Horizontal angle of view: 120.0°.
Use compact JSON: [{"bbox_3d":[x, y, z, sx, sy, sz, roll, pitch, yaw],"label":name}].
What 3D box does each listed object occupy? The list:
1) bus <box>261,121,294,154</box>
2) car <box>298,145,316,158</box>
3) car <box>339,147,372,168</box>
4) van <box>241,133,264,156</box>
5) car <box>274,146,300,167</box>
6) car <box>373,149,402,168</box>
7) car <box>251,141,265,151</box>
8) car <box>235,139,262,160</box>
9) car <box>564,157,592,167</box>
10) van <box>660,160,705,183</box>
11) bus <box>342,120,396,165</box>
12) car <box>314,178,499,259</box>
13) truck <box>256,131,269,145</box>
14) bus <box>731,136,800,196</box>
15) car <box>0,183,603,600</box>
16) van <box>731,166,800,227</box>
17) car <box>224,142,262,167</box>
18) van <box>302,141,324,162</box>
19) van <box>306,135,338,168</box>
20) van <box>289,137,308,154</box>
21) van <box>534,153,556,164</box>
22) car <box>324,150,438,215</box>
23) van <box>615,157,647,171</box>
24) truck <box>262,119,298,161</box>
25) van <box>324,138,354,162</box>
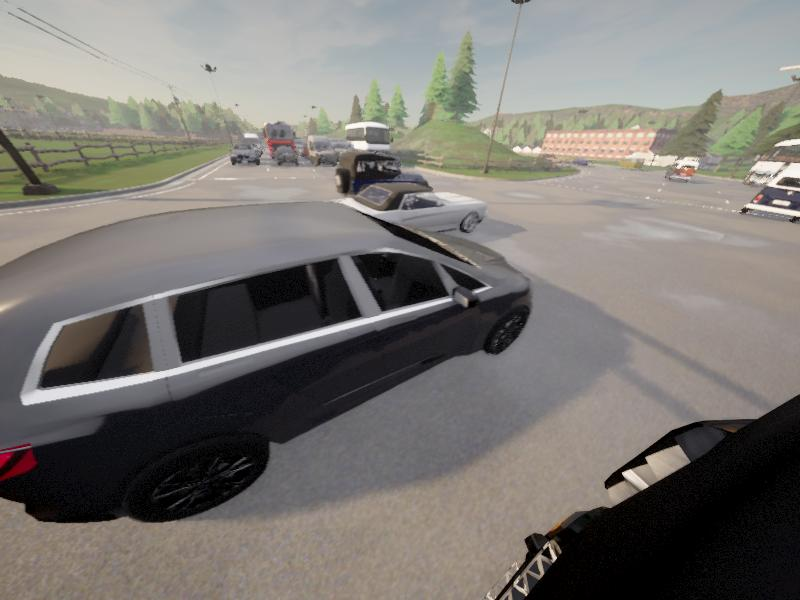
[{"bbox_3d":[-21.864,-28.866,41.266,3.944,4.253,10.273,-13,37,-22],"label":"bus"},{"bbox_3d":[-13.926,-22.240,34.554,1.812,1.442,4.674,-13,37,-22],"label":"car"},{"bbox_3d":[-4.964,-15.804,25.532,2.152,1.651,5.027,-13,37,-22],"label":"car"},{"bbox_3d":[-21.796,-23.199,34.381,1.988,2.561,5.915,-13,37,-22],"label":"van"},{"bbox_3d":[-11.471,-14.533,23.252,1.837,1.490,4.892,-13,37,-22],"label":"car"},{"bbox_3d":[-1.452,-16.076,26.222,1.851,1.617,3.988,-12,37,-22],"label":"car"},{"bbox_3d":[-28.616,-31.190,46.771,1.994,1.385,4.181,-13,37,-22],"label":"car"},{"bbox_3d":[-17.511,-17.569,26.947,1.932,1.855,4.605,-12,37,-22],"label":"car"},{"bbox_3d":[38.444,-30.008,50.133,2.163,1.488,4.792,0,34,-4],"label":"car"},{"bbox_3d":[33.505,-15.432,27.598,2.069,2.038,4.480,25,40,27],"label":"van"},{"bbox_3d":[-4.444,-21.138,31.138,3.944,4.253,10.273,-13,37,-22],"label":"bus"},{"bbox_3d":[0.320,-2.566,6.572,4.718,1.301,1.895,-18,39,-28],"label":"car"},{"bbox_3d":[-48.559,-57.138,81.551,2.891,3.827,8.468,-13,37,-22],"label":"truck"},{"bbox_3d":[37.275,-12.504,21.555,3.944,4.253,10.273,27,41,29],"label":"bus"},{"bbox_3d":[-0.513,-0.148,2.580,4.611,1.667,2.242,-17,39,-27],"label":"car"},{"bbox_3d":[18.868,-5.135,11.167,4.480,2.038,2.069,-18,42,-28],"label":"van"},{"bbox_3d":[-14.406,-13.609,21.493,2.242,1.667,4.611,-13,37,-22],"label":"car"},{"bbox_3d":[-11.203,-19.080,29.584,1.775,1.987,4.442,-13,37,-22],"label":"van"},{"bbox_3d":[-8.288,-15.686,24.276,1.988,2.561,5.915,-12,37,-22],"label":"van"},{"bbox_3d":[-19.269,-29.328,43.783,2.351,2.431,6.366,-13,37,-22],"label":"van"},{"bbox_3d":[34.414,-33.759,54.933,1.775,1.987,4.442,-4,34,-10],"label":"van"},{"bbox_3d":[-0.702,-4.809,9.290,3.866,1.878,1.905,-18,39,-28],"label":"car"},{"bbox_3d":[45.150,-26.717,45.309,1.775,1.987,4.442,4,34,2],"label":"van"},{"bbox_3d":[-15.206,-20.213,29.309,2.891,3.827,8.468,-13,37,-22],"label":"truck"},{"bbox_3d":[-8.393,-20.431,31.415,2.351,2.431,6.366,-13,37,-22],"label":"van"}]
